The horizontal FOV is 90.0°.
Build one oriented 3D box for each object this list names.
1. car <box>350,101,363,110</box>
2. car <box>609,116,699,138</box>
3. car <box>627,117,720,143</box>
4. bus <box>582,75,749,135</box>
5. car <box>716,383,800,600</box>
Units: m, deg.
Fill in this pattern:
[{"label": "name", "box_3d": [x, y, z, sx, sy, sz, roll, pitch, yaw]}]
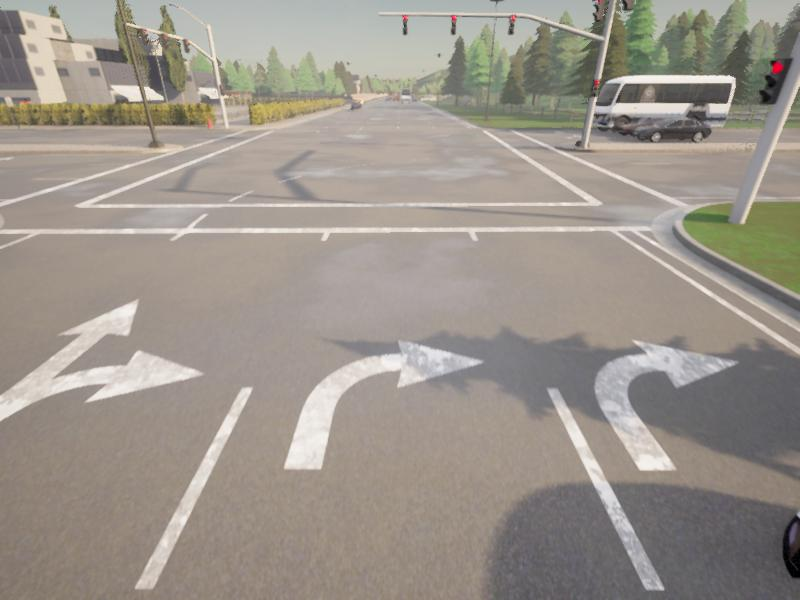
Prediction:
[{"label": "car", "box_3d": [-8.772, -39.408, 81.102, 2.128, 1.511, 4.902, 0, 27, 0]}, {"label": "car", "box_3d": [19.358, -13.287, 30.723, 5.357, 1.411, 2.033, 0, 27, -1]}, {"label": "car", "box_3d": [18.721, -11.719, 27.582, 4.892, 1.490, 1.837, 0, 27, -1]}, {"label": "bus", "box_3d": [21.390, -16.120, 33.090, 10.273, 4.253, 3.944, 0, 27, -1]}, {"label": "car", "box_3d": [3.497, 2.167, 0.598, 2.033, 1.649, 4.856, 0, 27, 0]}]
